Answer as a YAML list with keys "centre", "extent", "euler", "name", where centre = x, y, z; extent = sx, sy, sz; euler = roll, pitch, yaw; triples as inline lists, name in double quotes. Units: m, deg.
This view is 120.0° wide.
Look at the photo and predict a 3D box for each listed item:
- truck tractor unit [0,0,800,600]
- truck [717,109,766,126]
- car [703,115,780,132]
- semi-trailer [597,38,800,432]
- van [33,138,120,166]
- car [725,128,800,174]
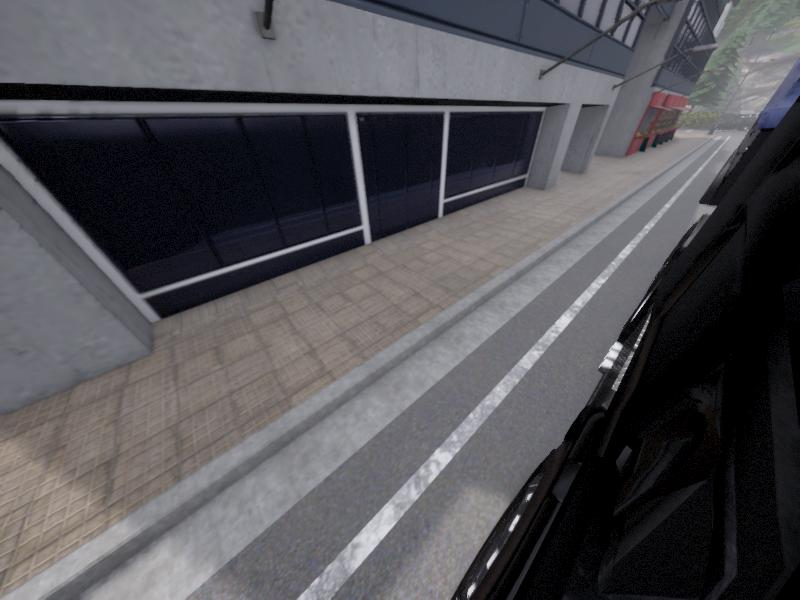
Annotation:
- centre: [2.645, -0.295, 0.351]
  extent: [6.516, 4.208, 3.053]
  euler: [-28, 44, -30]
  name: "truck tractor unit"
- centre: [58.501, -31.397, 39.789]
  extent: [2.390, 2.098, 6.274]
  euler: [18, 42, 26]
  name: "truck"
- centre: [41.009, -21.296, 27.986]
  extent: [1.837, 1.490, 4.892]
  euler: [-5, 37, -5]
  name: "car"
- centre: [8.714, -3.606, 4.195]
  extent: [14.254, 4.402, 2.717]
  euler: [-28, 44, -29]
  name: "semi-trailer"
- centre: [-41.278, -19.221, 29.852]
  extent: [5.915, 2.561, 1.988]
  euler: [-29, 44, -31]
  name: "van"
- centre: [17.241, -6.996, 10.680]
  extent: [4.181, 1.385, 1.994]
  euler: [-28, 44, -30]
  name: "car"
